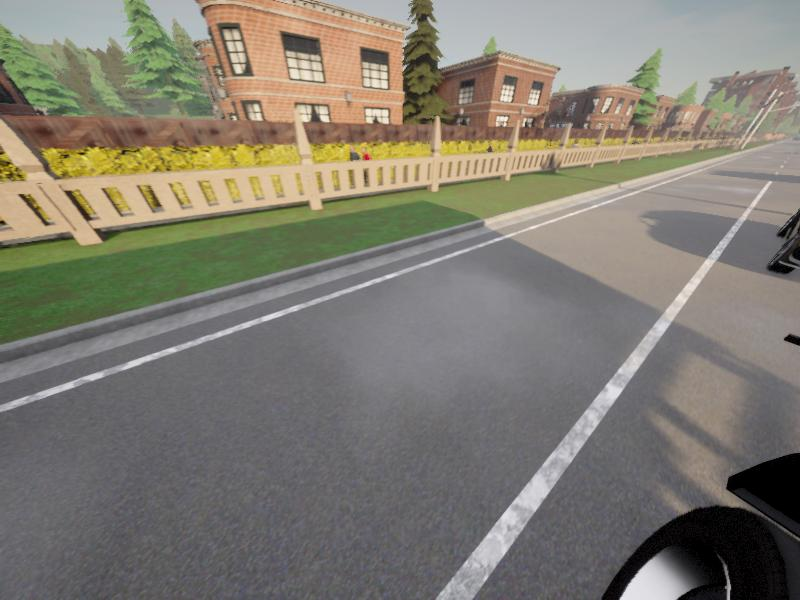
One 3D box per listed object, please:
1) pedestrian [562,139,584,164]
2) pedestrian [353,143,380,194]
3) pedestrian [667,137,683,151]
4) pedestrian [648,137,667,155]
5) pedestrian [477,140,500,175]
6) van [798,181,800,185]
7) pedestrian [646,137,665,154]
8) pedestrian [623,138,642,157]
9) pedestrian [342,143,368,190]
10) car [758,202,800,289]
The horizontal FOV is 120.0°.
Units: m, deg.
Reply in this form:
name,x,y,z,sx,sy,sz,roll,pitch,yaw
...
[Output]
name,x,y,z,sx,sy,sz,roll,pitch,yaw
pedestrian,15.603,-13.442,20.886,0.751,1.860,0.751,-23,41,-28
pedestrian,-1.471,-5.827,10.256,0.751,1.860,0.751,-21,40,-27
pedestrian,43.011,-24.381,36.141,0.751,1.860,0.751,-22,41,-28
pedestrian,33.182,-19.817,29.765,0.751,1.860,0.751,-21,40,-26
pedestrian,5.746,-9.253,15.043,0.751,1.860,0.751,-23,41,-28
van,24.209,-7.457,12.523,4.442,1.987,1.775,-21,40,-27
pedestrian,34.066,-20.545,30.789,0.751,1.860,0.751,-17,39,-22
pedestrian,27.779,-18.288,27.649,0.751,1.860,0.751,-20,40,-25
pedestrian,-2.121,-6.350,11.003,0.751,1.860,0.751,-23,41,-28
car,9.574,-1.421,4.422,5.027,1.651,2.152,-22,41,-28
